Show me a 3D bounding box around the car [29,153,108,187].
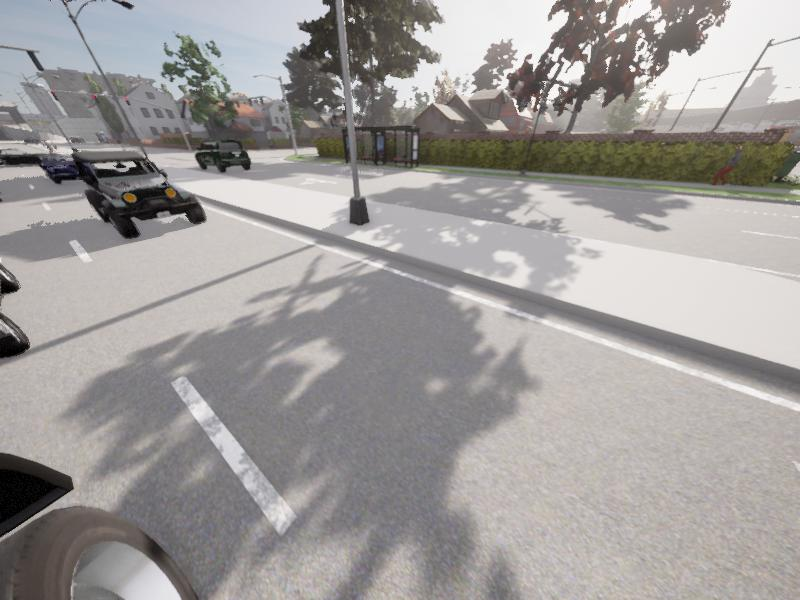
[{"bbox_3d":[-19.654,-7.792,13.694,4.718,1.301,1.895,22,41,28],"label":"car"}]

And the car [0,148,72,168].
[{"bbox_3d":[-33.099,-12.539,20.328,1.895,1.301,4.718,23,41,28],"label":"car"}]

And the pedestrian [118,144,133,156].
[{"bbox_3d":[-37.684,-20.605,31.693,0.751,1.300,0.751,25,42,30],"label":"pedestrian"}]

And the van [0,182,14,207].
[{"bbox_3d":[-17.465,-4.754,8.755,4.480,2.038,2.069,22,41,28],"label":"van"}]

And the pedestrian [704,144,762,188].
[{"bbox_3d":[16.979,-6.857,11.852,0.751,1.860,0.751,20,40,26],"label":"pedestrian"}]

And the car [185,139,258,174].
[{"bbox_3d":[-14.219,-11.517,18.370,5.566,2.045,2.150,22,41,28],"label":"car"}]

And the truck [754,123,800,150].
[{"bbox_3d":[73.452,-31.379,44.216,2.891,3.827,8.468,22,42,28],"label":"truck"}]

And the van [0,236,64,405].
[{"bbox_3d":[-6.252,-0.213,2.414,4.480,2.038,2.069,22,40,28],"label":"van"}]

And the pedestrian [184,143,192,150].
[{"bbox_3d":[-38.501,-27.865,41.899,0.500,1.100,0.500,21,40,26],"label":"pedestrian"}]

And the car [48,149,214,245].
[{"bbox_3d":[-7.844,-3.257,6.833,3.866,1.878,1.905,22,41,28],"label":"car"}]

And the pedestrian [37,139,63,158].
[{"bbox_3d":[-42.272,-18.314,27.920,0.751,1.860,0.751,-24,42,-30],"label":"pedestrian"}]
